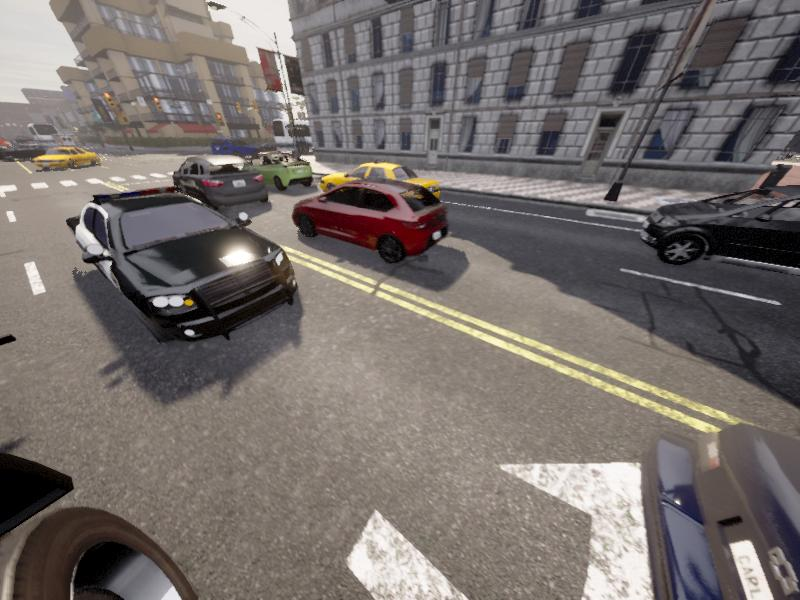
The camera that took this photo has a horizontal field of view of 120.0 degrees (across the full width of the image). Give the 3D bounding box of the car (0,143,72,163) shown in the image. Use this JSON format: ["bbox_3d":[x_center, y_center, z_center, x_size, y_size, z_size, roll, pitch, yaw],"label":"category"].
[{"bbox_3d":[-39.705,-15.806,24.725,2.128,1.511,4.902,22,40,27],"label":"car"}]

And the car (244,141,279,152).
[{"bbox_3d":[-25.155,-27.953,42.088,2.163,1.488,4.792,22,41,27],"label":"car"}]

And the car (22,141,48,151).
[{"bbox_3d":[-66.162,-27.977,41.851,4.674,1.442,1.812,22,40,27],"label":"car"}]

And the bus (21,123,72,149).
[{"bbox_3d":[-77.495,-35.952,50.638,10.273,4.253,3.944,22,40,27],"label":"bus"}]

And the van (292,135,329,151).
[{"bbox_3d":[-17.577,-31.111,45.802,2.351,2.431,6.366,22,41,27],"label":"van"}]

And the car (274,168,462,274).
[{"bbox_3d":[-0.893,-2.237,5.796,4.193,1.474,1.816,22,40,27],"label":"car"}]

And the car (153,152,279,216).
[{"bbox_3d":[-7.416,-4.886,9.335,4.611,1.667,2.242,24,42,30],"label":"car"}]

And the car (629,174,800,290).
[{"bbox_3d":[7.421,-1.373,4.558,3.705,1.549,1.789,22,40,28],"label":"car"}]

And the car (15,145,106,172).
[{"bbox_3d":[-27.628,-11.865,19.163,1.801,1.575,5.366,-14,38,-19],"label":"car"}]

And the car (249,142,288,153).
[{"bbox_3d":[-22.684,-26.418,40.004,2.033,1.411,5.357,22,40,27],"label":"car"}]

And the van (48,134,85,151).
[{"bbox_3d":[-60.482,-28.581,41.890,6.366,2.431,2.351,22,40,27],"label":"van"}]

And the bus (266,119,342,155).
[{"bbox_3d":[-14.814,-26.140,37.187,3.944,4.253,10.273,22,40,27],"label":"bus"}]

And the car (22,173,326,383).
[{"bbox_3d":[-3.895,-1.005,3.975,4.974,1.542,2.038,22,41,27],"label":"car"}]

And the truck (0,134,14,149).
[{"bbox_3d":[-80.877,-31.764,46.224,5.204,2.467,2.627,22,40,27],"label":"truck"}]

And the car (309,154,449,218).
[{"bbox_3d":[-1.003,-4.765,9.295,5.366,1.575,1.801,22,41,27],"label":"car"}]

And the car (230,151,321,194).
[{"bbox_3d":[-6.688,-6.989,12.449,4.514,1.525,2.007,22,40,27],"label":"car"}]

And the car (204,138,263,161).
[{"bbox_3d":[-18.858,-17.385,26.642,2.150,2.045,5.566,5,35,7],"label":"car"}]

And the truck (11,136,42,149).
[{"bbox_3d":[-77.888,-32.871,48.136,6.274,2.098,2.390,22,40,27],"label":"truck"}]

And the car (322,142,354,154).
[{"bbox_3d":[-10.151,-25.236,38.318,2.128,1.511,4.902,22,41,27],"label":"car"}]
